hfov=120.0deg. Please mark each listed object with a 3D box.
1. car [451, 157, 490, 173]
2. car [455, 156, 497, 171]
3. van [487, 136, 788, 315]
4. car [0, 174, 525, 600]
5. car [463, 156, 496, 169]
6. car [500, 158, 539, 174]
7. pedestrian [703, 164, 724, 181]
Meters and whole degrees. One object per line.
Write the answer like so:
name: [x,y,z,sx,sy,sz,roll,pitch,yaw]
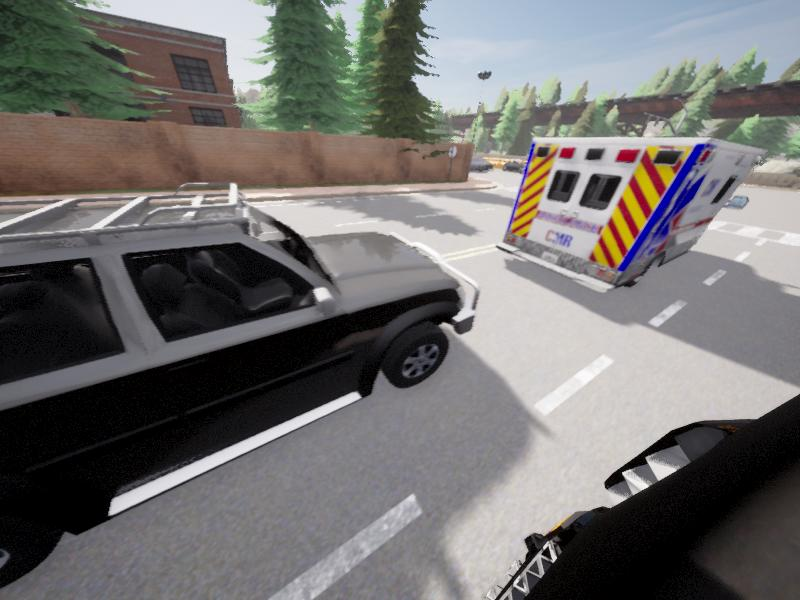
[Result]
car: [8.439,-16.424,28.056,1.994,1.385,4.181,-16,38,-26]
car: [10.182,-18.583,31.415,2.033,1.411,5.357,-16,38,-26]
van: [5.464,-2.131,5.390,6.366,2.431,2.351,-16,38,-26]
car: [-1.523,0.080,2.009,4.605,1.855,1.932,-16,38,-26]
car: [11.845,-20.571,34.557,1.994,1.385,4.181,-17,39,-28]
car: [15.359,-17.317,29.852,1.970,1.475,3.806,-15,38,-26]
pedestrian: [41.169,-16.705,30.323,0.751,1.860,0.751,-15,38,-25]
